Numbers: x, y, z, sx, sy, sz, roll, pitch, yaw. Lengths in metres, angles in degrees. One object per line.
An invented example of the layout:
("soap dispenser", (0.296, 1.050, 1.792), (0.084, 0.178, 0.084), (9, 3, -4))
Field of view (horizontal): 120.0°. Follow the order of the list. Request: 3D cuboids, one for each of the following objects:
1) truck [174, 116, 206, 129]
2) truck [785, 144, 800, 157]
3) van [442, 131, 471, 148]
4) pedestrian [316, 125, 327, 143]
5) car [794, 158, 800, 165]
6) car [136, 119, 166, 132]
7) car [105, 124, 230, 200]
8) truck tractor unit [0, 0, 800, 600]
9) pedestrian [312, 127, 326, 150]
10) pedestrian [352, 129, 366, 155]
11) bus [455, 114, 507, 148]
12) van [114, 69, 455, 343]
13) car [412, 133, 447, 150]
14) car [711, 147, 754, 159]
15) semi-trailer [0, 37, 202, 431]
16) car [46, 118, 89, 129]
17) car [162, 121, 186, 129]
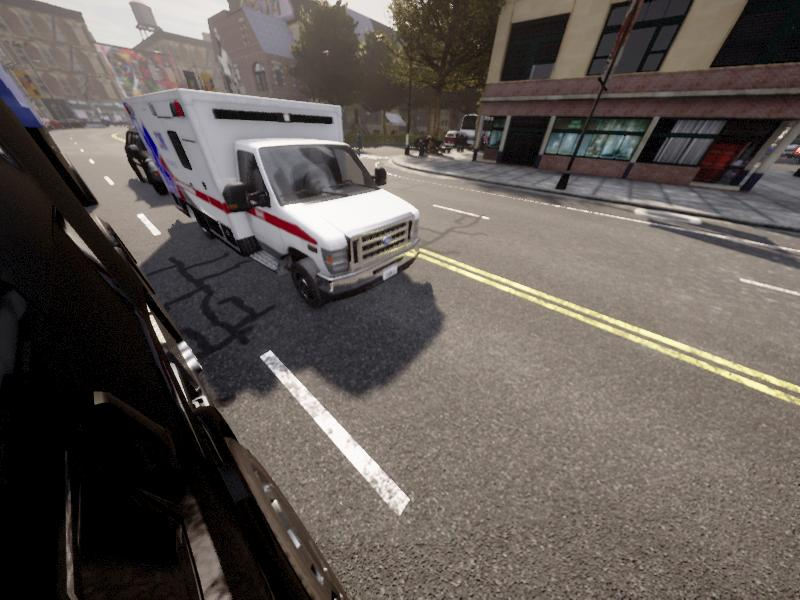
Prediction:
("truck", (-51.759, -43.922, 57.206), (2.627, 2.467, 5.204), (5, 37, 3))
("truck", (96.477, -35.683, 55.240), (2.627, 2.467, 5.204), (28, 44, 30))
("van", (8.641, -24.594, 35.386), (2.069, 2.038, 4.480), (28, 44, 30))
("pedestrian", (-10.424, -22.060, 30.682), (0.751, 1.860, 0.751), (24, 42, 26))
("car", (57.847, -19.547, 32.000), (1.851, 1.617, 3.988), (28, 44, 30))
("car", (-44.996, -31.636, 41.866), (1.930, 1.638, 5.238), (-13, 40, -20))
("car", (-8.745, -5.345, 8.686), (4.605, 1.855, 1.932), (28, 44, 30))
("truck tractor unit", (-2.645, -0.295, 0.351), (6.516, 4.208, 3.053), (28, 44, 30))
("pedestrian", (-8.093, -16.176, 23.202), (0.751, 1.860, 0.751), (29, 44, 30))
("pedestrian", (-3.688, -14.214, 20.844), (0.751, 1.860, 0.751), (20, 40, 22))
("bus", (14.150, -29.365, 40.260), (3.944, 4.253, 10.273), (28, 43, 30))
("van", (-2.543, -2.253, 4.467), (6.366, 2.431, 2.351), (28, 44, 30))
("car", (3.977, -21.219, 30.915), (1.930, 1.638, 5.238), (28, 43, 30))
("car", (56.380, -24.968, 39.187), (5.366, 1.575, 1.801), (-7, 37, -12))
("semi-trailer", (-8.748, -3.568, 4.184), (14.254, 4.402, 2.717), (28, 43, 29))
("car", (-54.169, -28.800, 37.789), (1.895, 1.301, 4.718), (-11, 39, -17))
("car", (-55.383, -43.036, 56.703), (1.970, 1.475, 3.806), (2, 37, 0))
